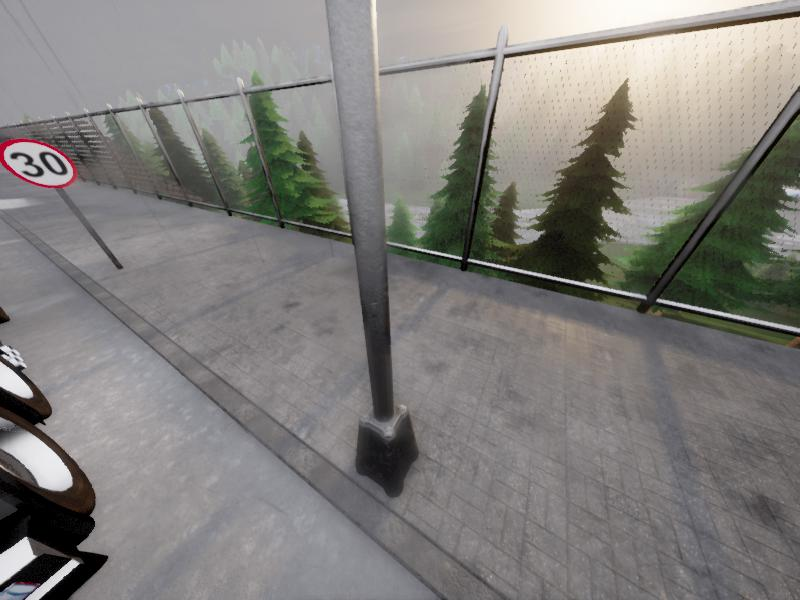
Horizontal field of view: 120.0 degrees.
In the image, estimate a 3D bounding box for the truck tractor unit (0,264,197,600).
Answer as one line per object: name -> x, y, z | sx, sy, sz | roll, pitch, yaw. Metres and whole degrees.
truck tractor unit -> -5.113, -0.299, 0.779 | 6.516, 4.208, 3.053 | 18, 39, 24
